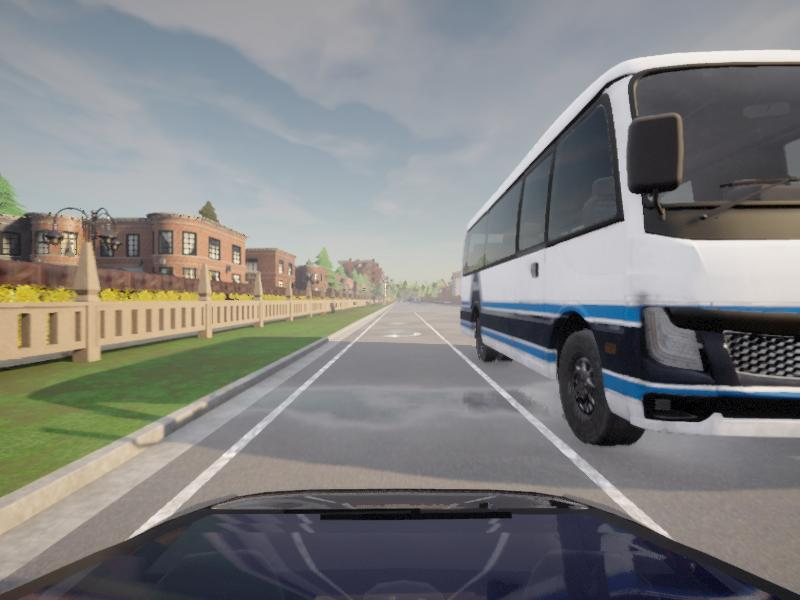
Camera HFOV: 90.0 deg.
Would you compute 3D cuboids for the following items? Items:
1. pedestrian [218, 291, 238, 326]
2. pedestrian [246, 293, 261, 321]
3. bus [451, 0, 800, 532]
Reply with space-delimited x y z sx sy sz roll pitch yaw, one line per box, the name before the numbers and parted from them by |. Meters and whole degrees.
pedestrian | -9.187 0.458 21.362 0.751 1.860 0.751 0 0 0
pedestrian | -9.832 0.451 26.799 0.751 1.860 0.751 0 0 -1
bus | 3.629 -0.545 7.876 3.944 4.253 10.273 0 0 0
